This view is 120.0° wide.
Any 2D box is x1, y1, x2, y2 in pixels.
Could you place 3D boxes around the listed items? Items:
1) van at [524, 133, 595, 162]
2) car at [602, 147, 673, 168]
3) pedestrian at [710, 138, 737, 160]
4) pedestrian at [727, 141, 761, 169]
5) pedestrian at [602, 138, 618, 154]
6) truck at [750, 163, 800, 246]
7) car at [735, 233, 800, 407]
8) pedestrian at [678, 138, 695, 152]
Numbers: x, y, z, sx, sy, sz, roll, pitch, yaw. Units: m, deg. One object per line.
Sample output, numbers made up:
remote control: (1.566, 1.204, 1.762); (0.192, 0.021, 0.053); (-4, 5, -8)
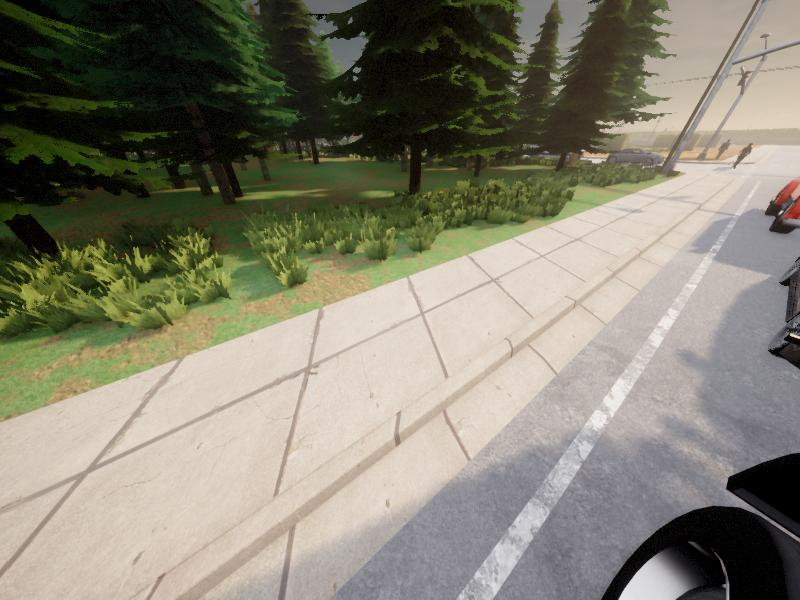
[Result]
van: (18.096, -17.639, 26.674); (1.988, 2.561, 5.915); (-22, 41, -28)
car: (22.403, -13.635, 21.979); (1.994, 1.385, 4.181); (-22, 41, -28)
pedestrian: (33.564, -15.656, 24.000); (0.751, 1.860, 0.751); (22, 41, 28)
pedestrian: (28.146, -11.883, 18.964); (0.751, 1.860, 0.751); (-26, 43, -32)
pedestrian: (30.136, -22.149, 33.232); (0.751, 1.860, 0.751); (-7, 36, -10)
truck: (12.429, -3.013, 5.961); (5.204, 2.467, 2.627); (-23, 41, -28)
car: (6.440, -0.039, 2.634); (4.902, 1.511, 2.128); (-22, 41, -28)
pedestrian: (44.110, -23.853, 35.557); (0.751, 1.860, 0.751); (22, 41, 28)
